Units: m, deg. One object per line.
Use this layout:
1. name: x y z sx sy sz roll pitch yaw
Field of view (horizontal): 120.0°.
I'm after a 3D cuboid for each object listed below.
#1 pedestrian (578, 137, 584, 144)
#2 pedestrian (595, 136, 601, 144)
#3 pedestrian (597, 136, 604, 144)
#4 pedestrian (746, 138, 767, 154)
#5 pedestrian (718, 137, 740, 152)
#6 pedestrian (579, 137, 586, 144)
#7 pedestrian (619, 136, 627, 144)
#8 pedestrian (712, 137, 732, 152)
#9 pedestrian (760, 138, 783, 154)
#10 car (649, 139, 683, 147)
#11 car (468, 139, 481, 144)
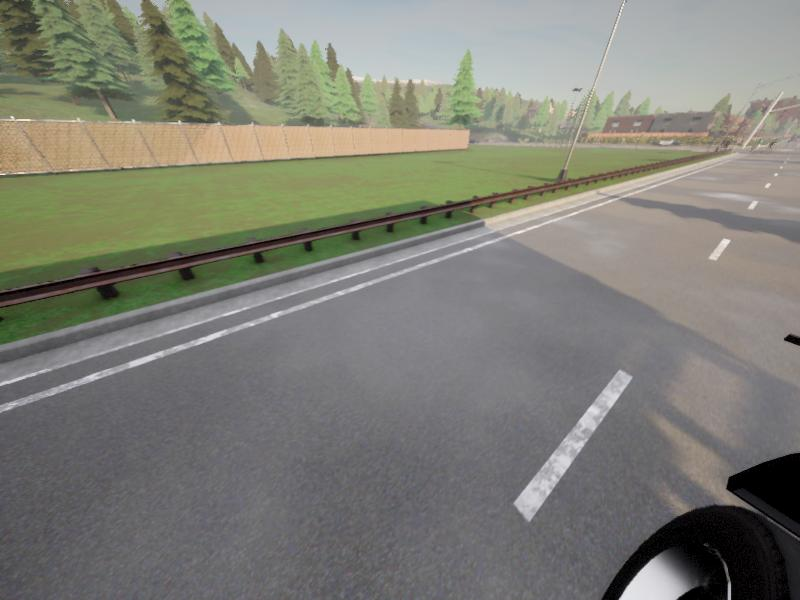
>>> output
1. pedestrian: 59.236 -52.386 75.640 0.751 1.860 0.751 6 36 9
2. pedestrian: 61.689 -49.816 71.977 0.751 1.860 0.751 -19 39 -24
3. pedestrian: 62.144 -49.502 71.528 0.751 1.860 0.751 -21 40 -27
4. pedestrian: 49.549 -21.385 32.083 0.751 1.860 0.751 -22 41 -27
5. pedestrian: 48.553 -22.995 34.108 0.751 1.860 0.751 -1 35 -1
6. pedestrian: 59.226 -51.906 74.960 0.751 1.860 0.751 -2 35 -2
7. pedestrian: 65.391 -46.849 67.741 0.751 1.860 0.751 -21 40 -27
8. pedestrian: 47.920 -23.173 34.366 0.751 1.860 0.751 -9 36 -12
9. pedestrian: 51.021 -21.151 31.738 0.751 1.860 0.751 -18 39 -23
10. car: 64.467 -38.229 56.080 2.038 1.542 4.974 -22 40 -27
11. car: 25.923 -55.187 80.553 1.816 1.474 4.193 -22 41 -27
